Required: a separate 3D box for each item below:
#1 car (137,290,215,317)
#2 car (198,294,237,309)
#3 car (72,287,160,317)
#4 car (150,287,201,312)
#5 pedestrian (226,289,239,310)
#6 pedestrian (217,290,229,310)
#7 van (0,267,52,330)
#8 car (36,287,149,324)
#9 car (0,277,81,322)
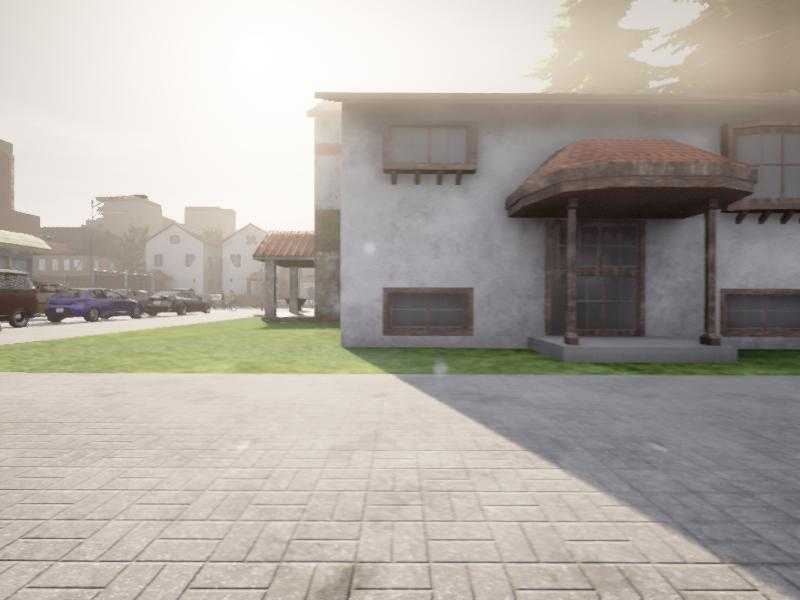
[{"bbox_3d":[-13.486,0.203,24.513,2.163,1.488,4.792,0,0,0],"label":"car"},{"bbox_3d":[-19.037,0.168,41.532,2.128,1.511,4.902,0,0,-44],"label":"car"},{"bbox_3d":[-17.453,0.115,24.958,2.033,1.649,4.856,0,0,1],"label":"car"},{"bbox_3d":[-17.661,-0.018,31.703,1.905,1.878,3.866,0,0,-1],"label":"car"},{"bbox_3d":[-15.075,-0.017,36.048,0.751,1.860,0.751,0,0,20],"label":"pedestrian"},{"bbox_3d":[-16.606,-0.023,37.499,0.751,1.860,0.751,0,0,-2],"label":"pedestrian"},{"bbox_3d":[-13.489,-0.050,12.288,1.775,1.987,4.442,0,0,-1],"label":"van"},{"bbox_3d":[-13.510,0.206,17.960,1.816,1.474,4.193,0,0,0],"label":"car"},{"bbox_3d":[-17.374,-0.010,18.182,1.932,1.855,4.605,0,0,2],"label":"car"}]
